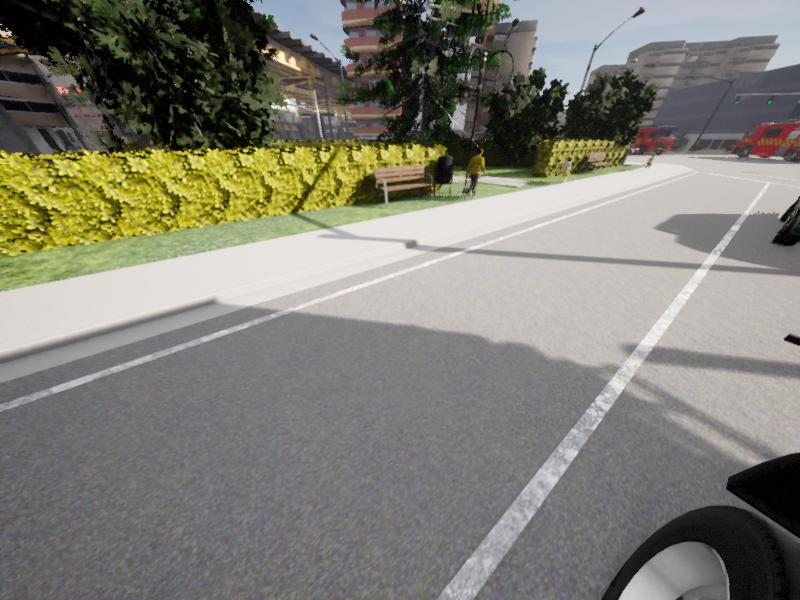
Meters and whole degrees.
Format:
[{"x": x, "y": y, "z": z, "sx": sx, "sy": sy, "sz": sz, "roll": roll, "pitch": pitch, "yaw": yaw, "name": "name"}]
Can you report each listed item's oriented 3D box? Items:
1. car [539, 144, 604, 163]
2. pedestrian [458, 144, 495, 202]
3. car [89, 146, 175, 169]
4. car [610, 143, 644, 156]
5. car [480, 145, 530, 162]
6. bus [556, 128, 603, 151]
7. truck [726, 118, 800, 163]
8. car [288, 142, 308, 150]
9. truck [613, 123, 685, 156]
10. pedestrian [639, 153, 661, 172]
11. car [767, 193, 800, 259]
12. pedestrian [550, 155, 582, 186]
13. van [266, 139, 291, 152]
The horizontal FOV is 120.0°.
[{"x": 18.704, "y": -16.263, "z": 25.513, "sx": 5.027, "sy": 1.651, "sz": 2.152, "roll": 6, "pitch": 36, "yaw": 9, "name": "car"}, {"x": 2.908, "y": -4.903, "z": 8.959, "sx": 0.751, "sy": 1.860, "sz": 0.751, "roll": -24, "pitch": 42, "yaw": -30, "name": "pedestrian"}, {"x": -25.991, "y": -14.133, "z": 22.777, "sx": 1.801, "sy": 1.575, "sz": 5.366, "roll": 6, "pitch": 36, "yaw": 9, "name": "car"}, {"x": 34.951, "y": -23.312, "z": 35.724, "sx": 1.970, "sy": 1.475, "sz": 3.806, "roll": 6, "pitch": 35, "yaw": 8, "name": "car"}, {"x": 11.891, "y": -16.928, "z": 26.618, "sx": 4.792, "sy": 1.488, "sz": 2.163, "roll": 6, "pitch": 36, "yaw": 9, "name": "car"}, {"x": 43.089, "y": -39.037, "z": 56.232, "sx": 3.944, "sy": 4.253, "sz": 10.273, "roll": 4, "pitch": 34, "yaw": 5, "name": "bus"}, {"x": 43.570, "y": -17.771, "z": 25.658, "sx": 2.891, "sy": 3.827, "sz": 8.468, "roll": 6, "pitch": 35, "yaw": 8, "name": "truck"}, {"x": -22.999, "y": -34.670, "z": 52.118, "sx": 1.994, "sy": 1.385, "sz": 4.181, "roll": 6, "pitch": 36, "yaw": 9, "name": "car"}, {"x": 38.850, "y": -25.424, "z": 36.715, "sx": 2.891, "sy": 3.827, "sz": 8.468, "roll": 6, "pitch": 35, "yaw": 8, "name": "truck"}, {"x": 18.132, "y": -9.980, "z": 16.742, "sx": 0.500, "sy": 1.100, "sz": 0.500, "roll": -12, "pitch": 37, "yaw": -16, "name": "pedestrian"}, {"x": 11.610, "y": -2.384, "z": 5.467, "sx": 5.566, "sy": 2.045, "sz": 2.150, "roll": -22, "pitch": 41, "yaw": -28, "name": "car"}, {"x": 8.595, "y": -6.729, "z": 12.007, "sx": 0.751, "sy": 1.300, "sz": 0.751, "roll": -24, "pitch": 41, "yaw": -30, "name": "pedestrian"}, {"x": -24.250, "y": -31.014, "z": 46.349, "sx": 2.069, "sy": 2.038, "sz": 4.480, "roll": 6, "pitch": 36, "yaw": 9, "name": "van"}]
